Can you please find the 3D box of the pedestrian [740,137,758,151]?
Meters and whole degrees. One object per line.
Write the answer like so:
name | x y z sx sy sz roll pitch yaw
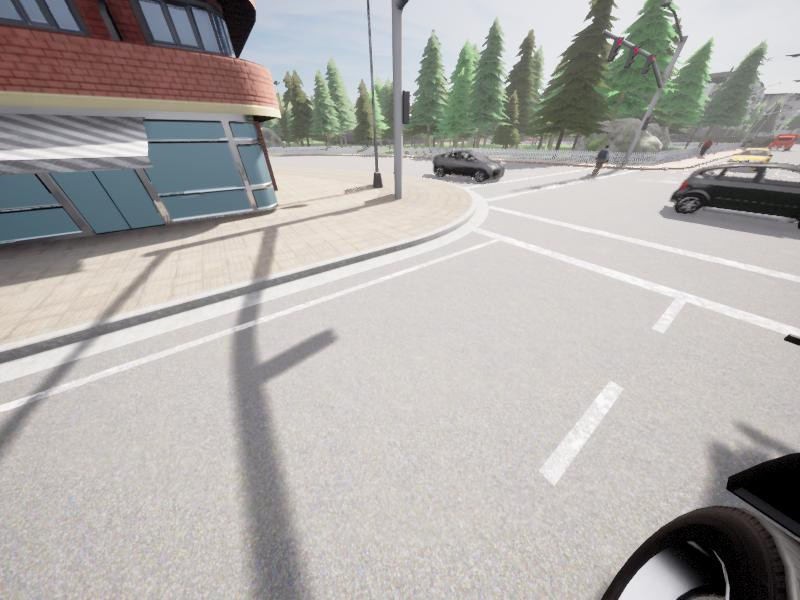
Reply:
pedestrian | 58.618 -26.217 38.804 0.751 1.860 0.751 29 45 35

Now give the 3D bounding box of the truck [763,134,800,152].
truck | 66.674 -27.426 40.238 5.204 2.467 2.627 -22 41 -28

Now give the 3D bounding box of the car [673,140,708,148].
car | 69.626 -37.582 55.477 1.837 1.490 4.892 -21 40 -27

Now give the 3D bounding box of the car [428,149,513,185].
car | 4.187 -8.425 14.425 4.514 1.525 2.007 28 44 34

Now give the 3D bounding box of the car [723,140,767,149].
car | 73.977 -33.490 49.637 1.837 1.490 4.892 -9 36 -12

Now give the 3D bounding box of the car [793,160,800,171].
car | 33.612 -11.120 18.182 4.792 1.488 2.163 -22 41 -28

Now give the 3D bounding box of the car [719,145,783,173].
car | 27.846 -11.246 18.314 5.366 1.575 1.801 -21 40 -27

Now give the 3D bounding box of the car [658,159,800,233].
car | 11.151 -3.297 7.120 1.789 1.549 3.705 -23 41 -29

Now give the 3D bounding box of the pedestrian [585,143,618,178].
pedestrian | 12.814 -8.905 14.730 0.751 1.860 0.751 -23 41 -29

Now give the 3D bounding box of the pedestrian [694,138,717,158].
pedestrian | 35.292 -17.551 26.664 0.751 1.860 0.751 -22 41 -28
